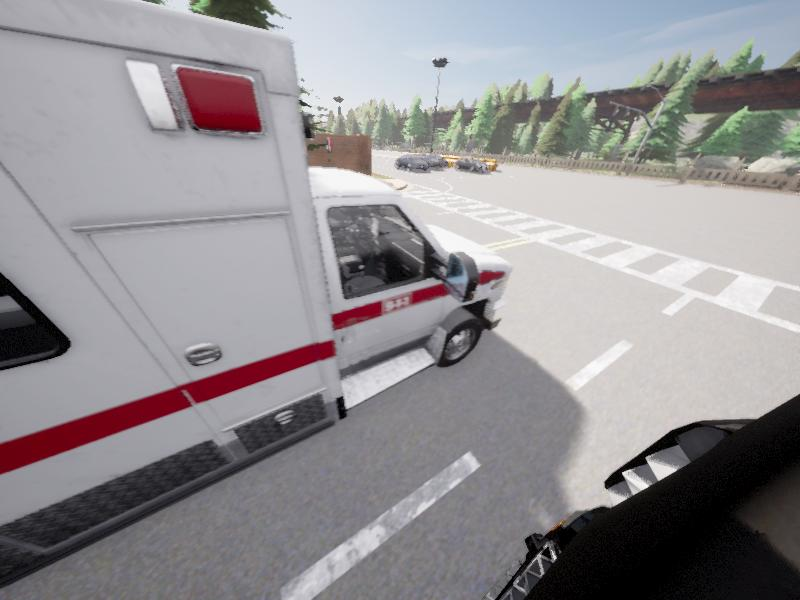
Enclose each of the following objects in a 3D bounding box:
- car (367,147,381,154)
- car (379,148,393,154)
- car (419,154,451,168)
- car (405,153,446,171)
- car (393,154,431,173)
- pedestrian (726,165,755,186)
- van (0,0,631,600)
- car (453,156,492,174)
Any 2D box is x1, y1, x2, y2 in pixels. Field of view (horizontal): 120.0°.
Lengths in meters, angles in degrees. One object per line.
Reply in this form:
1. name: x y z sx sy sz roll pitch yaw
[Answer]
1. car: -7.364 -42.627 65.761 2.128 1.511 4.902 -16 38 -26
2. car: -4.055 -43.122 66.955 1.895 1.301 4.718 -16 38 -26
3. car: 4.577 -18.569 30.824 1.994 1.385 4.181 -17 39 -28
4. car: 2.913 -16.574 27.686 2.033 1.411 5.357 -16 38 -26
5. car: 1.168 -14.408 24.333 1.994 1.385 4.181 -16 38 -26
6. pedestrian: 35.525 -12.994 24.128 0.751 1.860 0.751 -15 38 -25
7. van: -1.811 -0.073 1.700 6.366 2.431 2.351 -16 38 -26
8. car: 8.089 -15.308 26.121 1.970 1.475 3.806 -16 38 -25
